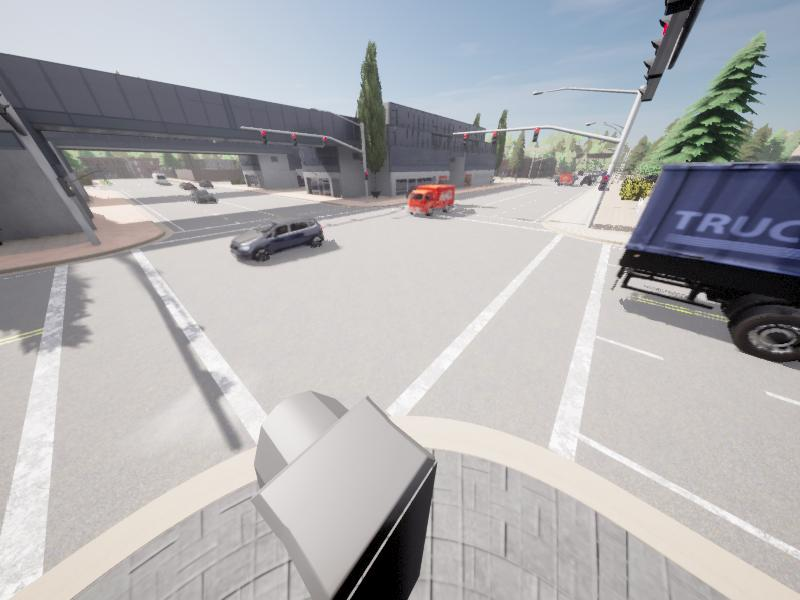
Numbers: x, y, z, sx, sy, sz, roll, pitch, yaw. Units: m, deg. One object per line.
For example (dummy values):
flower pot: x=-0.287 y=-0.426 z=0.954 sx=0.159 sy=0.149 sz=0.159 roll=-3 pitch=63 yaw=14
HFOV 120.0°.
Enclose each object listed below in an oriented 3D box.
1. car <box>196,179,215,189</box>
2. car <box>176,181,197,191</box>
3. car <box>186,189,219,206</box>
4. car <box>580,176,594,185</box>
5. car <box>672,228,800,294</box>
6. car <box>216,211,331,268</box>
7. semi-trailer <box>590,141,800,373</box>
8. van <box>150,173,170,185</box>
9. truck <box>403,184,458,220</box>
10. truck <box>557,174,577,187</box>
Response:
car: x=-41.330 y=-24.651 z=49.096 sx=3.988 sy=1.617 sz=1.851 roll=24 pitch=38 yaw=35
car: x=-42.330 y=-22.650 z=45.867 sx=4.181 sy=1.385 sz=1.994 roll=23 pitch=37 yaw=34
car: x=-24.844 y=-12.999 z=29.028 sx=4.892 sy=1.490 sz=1.837 roll=23 pitch=37 yaw=34
car: x=47.208 y=-30.128 z=58.317 sx=1.905 sy=1.878 sz=3.866 roll=23 pitch=37 yaw=34
car: x=14.717 y=-1.456 z=8.997 sx=4.974 sy=1.542 sz=2.038 roll=23 pitch=37 yaw=34
car: x=-6.399 y=-3.429 z=12.273 sx=2.242 sy=1.667 sz=4.611 roll=23 pitch=37 yaw=34
semi-trailer: x=12.182 y=0.415 z=2.861 sx=2.717 sy=4.402 sz=14.254 roll=-27 pitch=39 yaw=-37
van: x=-60.887 y=-30.643 z=58.539 sx=5.915 sy=2.561 sz=1.988 roll=22 pitch=37 yaw=33
truck: x=2.930 y=-9.419 z=21.860 sx=2.627 sy=2.467 sz=5.204 roll=22 pitch=37 yaw=34
truck: x=40.126 y=-28.889 z=55.574 sx=2.627 sy=2.467 sz=5.204 roll=23 pitch=37 yaw=34
